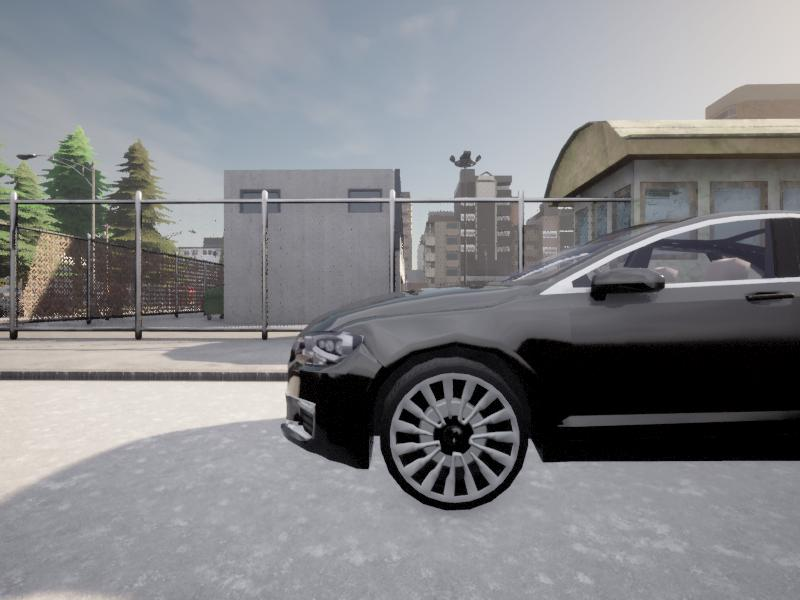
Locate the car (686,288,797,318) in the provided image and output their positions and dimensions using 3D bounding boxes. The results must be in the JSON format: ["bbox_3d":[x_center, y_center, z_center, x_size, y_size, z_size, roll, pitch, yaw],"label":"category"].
[{"bbox_3d":[17.629,0.159,20.794,4.193,1.474,1.816,0,0,1],"label":"car"}]

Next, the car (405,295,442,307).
[{"bbox_3d":[3.273,0.171,56.275,5.238,1.638,1.930,0,0,2],"label":"car"}]

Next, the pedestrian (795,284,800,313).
[{"bbox_3d":[25.942,-0.067,25.544,0.751,1.860,0.751,0,0,1],"label":"pedestrian"}]

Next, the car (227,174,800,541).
[{"bbox_3d":[1.742,0.236,2.706,4.902,1.511,2.128,0,0,1],"label":"car"}]

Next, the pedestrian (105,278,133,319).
[{"bbox_3d":[-12.818,-0.075,18.263,0.751,1.860,0.751,0,0,0],"label":"pedestrian"}]

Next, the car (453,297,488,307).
[{"bbox_3d":[9.808,0.270,56.091,4.674,1.442,1.812,0,0,1],"label":"car"}]

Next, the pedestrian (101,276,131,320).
[{"bbox_3d":[-12.115,-0.075,17.075,0.751,1.860,0.751,0,0,2],"label":"pedestrian"}]
